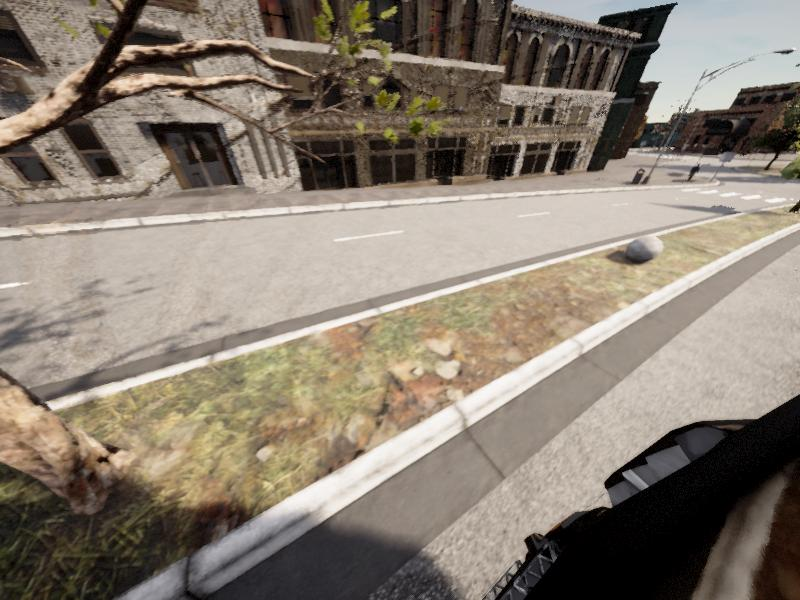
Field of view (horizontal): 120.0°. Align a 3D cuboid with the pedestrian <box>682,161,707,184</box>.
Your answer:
[{"bbox_3d":[29.085,-12.612,22.853,0.751,1.860,0.751,-28,43,-32],"label":"pedestrian"}]
